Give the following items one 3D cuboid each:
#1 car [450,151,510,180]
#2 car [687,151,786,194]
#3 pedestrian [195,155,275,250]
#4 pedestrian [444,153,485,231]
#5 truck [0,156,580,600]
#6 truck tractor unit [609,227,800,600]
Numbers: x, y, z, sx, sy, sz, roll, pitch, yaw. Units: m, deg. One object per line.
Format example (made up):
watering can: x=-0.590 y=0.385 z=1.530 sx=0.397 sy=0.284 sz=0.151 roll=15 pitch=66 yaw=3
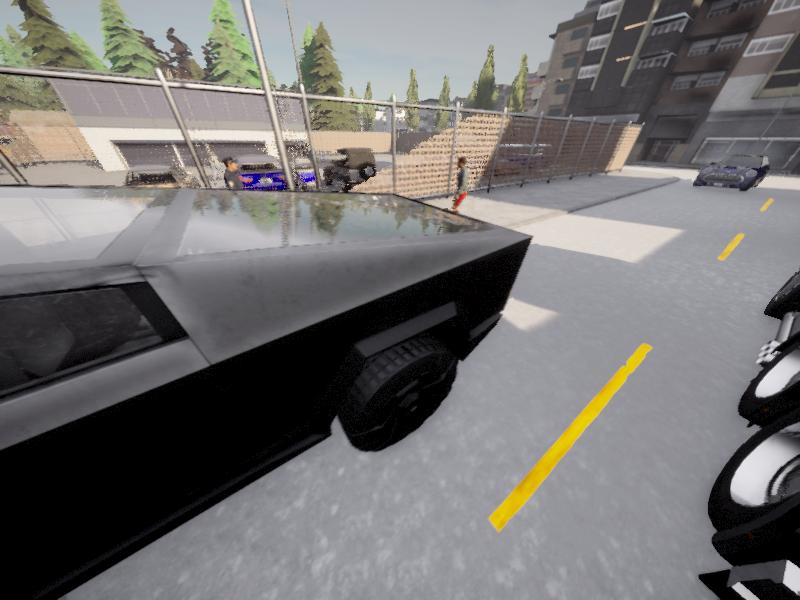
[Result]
car: x=5.613 y=-9.553 z=16.284 sx=3.705 sy=1.547 sz=1.789 roll=-21 pitch=40 yaw=-27
car: x=19.321 y=-7.460 z=13.296 sx=4.553 sy=1.767 sz=2.097 roll=-19 pitch=39 yaw=-26
pedestrian: x=-3.602 y=-2.190 z=5.265 sx=0.751 sy=1.860 sz=0.751 roll=-9 pitch=36 yaw=-13
pedestrian: x=1.717 y=-2.979 z=6.440 sx=0.751 sy=1.860 sz=0.751 roll=4 pitch=35 yaw=5
truck: x=-2.118 y=0.465 z=1.480 sx=6.274 sy=2.098 sz=2.390 roll=-21 pitch=40 yaw=-27
truck tractor unit: x=5.043 y=-0.364 z=0.866 sx=6.516 sy=4.208 sz=3.053 roll=-21 pitch=40 yaw=-27
